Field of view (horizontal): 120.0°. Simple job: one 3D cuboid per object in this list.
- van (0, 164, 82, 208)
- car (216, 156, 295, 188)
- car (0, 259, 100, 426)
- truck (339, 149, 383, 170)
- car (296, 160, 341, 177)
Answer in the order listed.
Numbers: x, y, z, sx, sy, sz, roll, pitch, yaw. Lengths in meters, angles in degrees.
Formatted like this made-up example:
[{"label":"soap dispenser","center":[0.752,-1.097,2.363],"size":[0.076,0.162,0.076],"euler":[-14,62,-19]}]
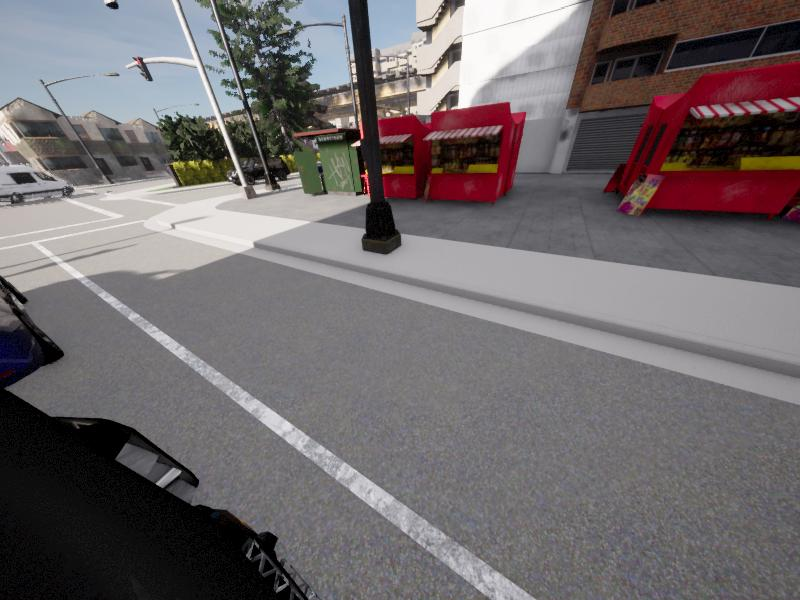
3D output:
[{"label":"van","center":[-30.504,-9.253,18.507],"size":[1.988,2.561,5.915],"euler":[-7,33,-6]},{"label":"car","center":[-13.018,-11.961,21.370],"size":[2.150,2.045,5.566],"euler":[15,38,27]},{"label":"car","center":[-6.373,0.267,2.729],"size":[4.792,1.488,2.163],"euler":[15,38,26]},{"label":"truck","center":[-5.276,-19.615,32.248],"size":[2.390,2.098,6.274],"euler":[15,38,27]},{"label":"car","center":[-9.319,-15.286,26.770],"size":[1.895,1.301,4.718],"euler":[15,38,27]}]
